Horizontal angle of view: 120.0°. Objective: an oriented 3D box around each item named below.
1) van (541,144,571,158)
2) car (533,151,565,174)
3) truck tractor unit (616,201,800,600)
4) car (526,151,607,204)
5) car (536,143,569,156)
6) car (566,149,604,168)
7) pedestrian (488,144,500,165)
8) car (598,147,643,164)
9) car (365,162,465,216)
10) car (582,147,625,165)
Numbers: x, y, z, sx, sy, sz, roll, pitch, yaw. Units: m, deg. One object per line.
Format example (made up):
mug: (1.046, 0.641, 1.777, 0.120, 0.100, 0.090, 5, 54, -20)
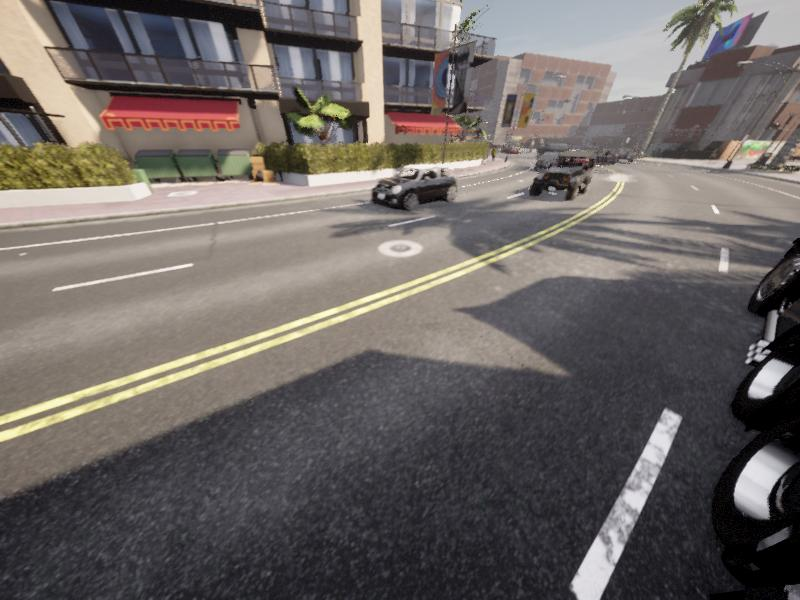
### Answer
van: (26.846, -25.805, 39.934, 1.775, 1.987, 4.442, -1, 35, -2)
car: (14.192, -13.139, 21.902, 1.837, 1.490, 4.892, 20, 39, 26)
truck tractor unit: (4.997, -0.398, 0.936, 6.516, 4.208, 3.053, -22, 40, -29)
car: (8.287, -6.226, 11.481, 3.866, 1.878, 1.905, -29, 44, -36)
car: (29.734, -29.552, 45.332, 2.150, 2.045, 5.566, -5, 34, -7)
car: (20.711, -16.026, 26.097, 2.007, 1.525, 4.514, 12, 36, 16)
pedestrian: (10.121, -15.654, 24.909, 0.751, 1.860, 0.751, 16, 38, 22)
car: (29.683, -19.699, 31.389, 2.152, 1.651, 5.027, 7, 35, 10)
car: (0.696, -4.898, 9.885, 3.806, 1.475, 1.970, -25, 42, -32)
car: (25.598, -18.322, 29.329, 2.242, 1.667, 4.611, 9, 36, 13)
